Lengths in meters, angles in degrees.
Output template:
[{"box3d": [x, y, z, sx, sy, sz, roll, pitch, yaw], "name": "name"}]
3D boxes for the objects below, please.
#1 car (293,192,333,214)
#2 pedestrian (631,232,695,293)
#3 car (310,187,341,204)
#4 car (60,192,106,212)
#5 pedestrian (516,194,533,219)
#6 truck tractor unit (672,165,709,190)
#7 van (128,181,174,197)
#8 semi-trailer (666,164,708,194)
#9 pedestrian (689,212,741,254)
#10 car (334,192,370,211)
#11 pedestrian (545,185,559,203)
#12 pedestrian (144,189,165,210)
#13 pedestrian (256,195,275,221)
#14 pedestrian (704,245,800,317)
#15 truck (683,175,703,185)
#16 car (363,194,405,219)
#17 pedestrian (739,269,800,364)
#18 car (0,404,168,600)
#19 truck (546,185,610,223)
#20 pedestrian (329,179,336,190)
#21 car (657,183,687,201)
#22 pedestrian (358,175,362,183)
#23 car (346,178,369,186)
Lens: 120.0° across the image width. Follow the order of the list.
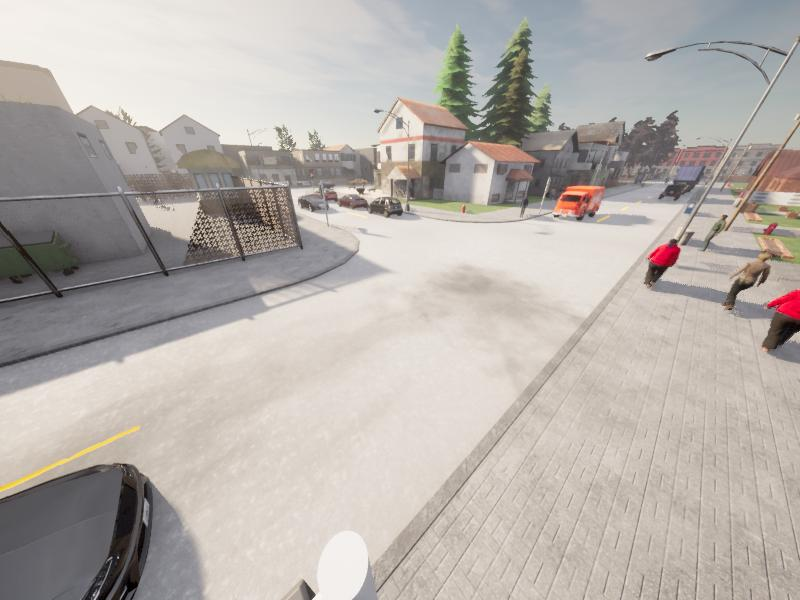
[{"box3d": [-9.255, -10.369, 24.454, 2.128, 1.511, 4.902, -23, 37, -34], "name": "car"}, {"box3d": [9.258, -1.332, 8.196, 0.751, 1.860, 0.751, -20, 36, -31], "name": "pedestrian"}, {"box3d": [-9.926, -13.902, 30.558, 2.007, 1.525, 4.514, -23, 37, -34], "name": "car"}, {"box3d": [-33.330, -10.450, 24.440, 1.816, 1.474, 4.193, -23, 37, -34], "name": "car"}, {"box3d": [10.668, -8.063, 19.856, 0.751, 1.860, 0.751, 11, 32, 18], "name": "pedestrian"}, {"box3d": [59.498, -25.112, 47.303, 6.516, 4.208, 3.053, -23, 37, -34], "name": "truck tractor unit"}, {"box3d": [-39.076, -17.578, 36.468, 4.442, 1.987, 1.775, -22, 37, -33], "name": "van"}, {"box3d": [53.438, -22.668, 42.839, 14.254, 4.402, 2.717, -23, 37, -34], "name": "semi-trailer"}, {"box3d": [16.017, -3.428, 11.827, 0.751, 1.860, 0.751, 20, 35, 30], "name": "pedestrian"}, {"box3d": [-5.423, -11.160, 25.967, 1.994, 1.385, 4.181, -24, 38, -35], "name": "car"}, {"box3d": [18.948, -13.230, 28.804, 0.751, 1.860, 0.751, -23, 37, -34], "name": "pedestrian"}, {"box3d": [-25.380, -10.373, 23.862, 0.751, 1.860, 0.751, 20, 36, 31], "name": "pedestrian"}, {"box3d": [-11.115, -7.627, 19.081, 0.751, 1.860, 0.751, -23, 37, -34], "name": "pedestrian"}, {"box3d": [10.313, -0.566, 6.869, 0.751, 1.860, 0.751, 22, 37, 33], "name": "pedestrian"}, {"box3d": [75.412, -30.871, 59.378, 6.274, 2.098, 2.390, -23, 37, -34], "name": "truck"}, {"box3d": [-1.531, -8.899, 21.812, 1.851, 1.617, 3.988, -23, 37, -34], "name": "car"}, {"box3d": [8.992, 0.377, 5.236, 0.751, 1.860, 0.751, -22, 36, -33], "name": "pedestrian"}, {"box3d": [-4.609, 2.940, 1.439, 4.193, 1.474, 1.816, -23, 37, -34], "name": "car"}, {"box3d": [15.874, -8.688, 20.586, 5.204, 2.467, 2.627, -23, 37, -34], "name": "truck"}, {"box3d": [-12.295, -21.107, 42.195, 0.751, 1.860, 0.751, -19, 35, -29], "name": "pedestrian"}, {"box3d": [38.300, -15.225, 32.488, 3.866, 1.878, 1.905, -23, 37, -34], "name": "car"}, {"box3d": [-11.057, -33.149, 63.305, 0.751, 1.860, 0.751, -18, 35, -29], "name": "pedestrian"}, {"box3d": [-10.541, -29.400, 57.348, 5.366, 1.575, 1.801, -23, 37, -34], "name": "car"}]
